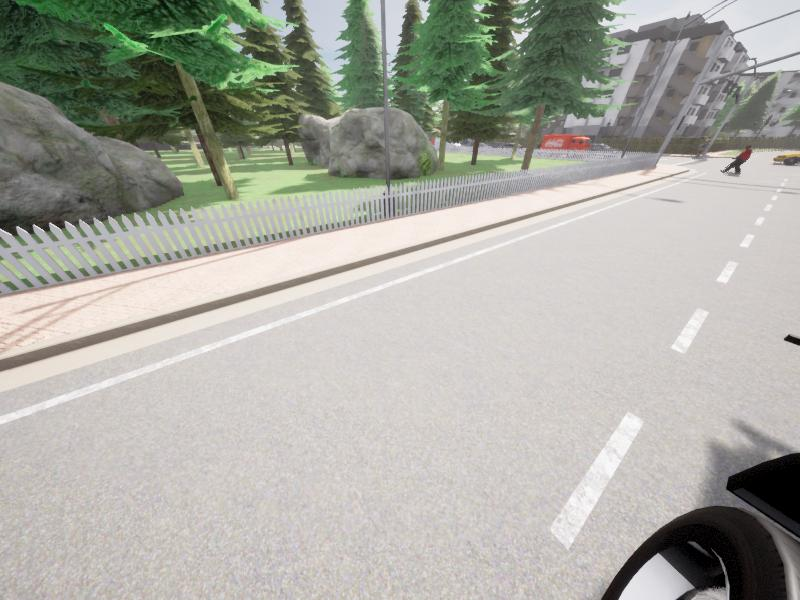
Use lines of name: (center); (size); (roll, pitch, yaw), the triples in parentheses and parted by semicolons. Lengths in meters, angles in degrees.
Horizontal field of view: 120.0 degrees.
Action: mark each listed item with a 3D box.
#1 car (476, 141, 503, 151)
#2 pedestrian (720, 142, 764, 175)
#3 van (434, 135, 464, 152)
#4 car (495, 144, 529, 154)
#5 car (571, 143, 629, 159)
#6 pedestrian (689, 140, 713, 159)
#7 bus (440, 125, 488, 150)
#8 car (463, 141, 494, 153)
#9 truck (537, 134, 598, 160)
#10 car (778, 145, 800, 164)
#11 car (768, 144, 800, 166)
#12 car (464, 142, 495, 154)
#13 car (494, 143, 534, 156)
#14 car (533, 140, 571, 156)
car: (17.475, -30.177, 45.326); (2.007, 1.525, 4.514); (-26, 43, -32)
pedestrian: (23.266, -9.638, 15.783); (0.751, 1.860, 0.751); (22, 41, 29)
van: (9.169, -29.828, 44.012); (1.988, 2.561, 5.915); (-21, 40, -26)
car: (18.358, -24.903, 38.030); (1.895, 1.301, 4.718); (-21, 40, -26)
car: (25.187, -18.952, 29.341); (2.128, 1.511, 4.902); (-21, 40, -26)
pedestrian: (34.832, -17.416, 26.743); (0.751, 1.860, 0.751); (16, 38, 21)
bus: (14.217, -37.048, 52.736); (3.944, 4.253, 10.273); (-21, 40, -26)
car: (14.432, -28.507, 42.894); (2.152, 1.651, 5.027); (-21, 40, -26)
truck: (20.911, -19.421, 29.205); (2.627, 2.467, 5.204); (-21, 40, -26)
car: (39.776, -13.426, 21.443); (1.812, 1.442, 4.674); (-21, 40, -27)
car: (36.851, -12.370, 19.846); (1.801, 1.575, 5.366); (-21, 40, -26)
car: (13.339, -25.718, 39.052); (1.837, 1.490, 4.892); (-21, 40, -26)
car: (16.908, -22.561, 34.542); (1.837, 1.490, 4.892); (-21, 40, -26)
car: (21.878, -22.029, 33.405); (1.905, 1.878, 3.866); (-21, 40, -26)
